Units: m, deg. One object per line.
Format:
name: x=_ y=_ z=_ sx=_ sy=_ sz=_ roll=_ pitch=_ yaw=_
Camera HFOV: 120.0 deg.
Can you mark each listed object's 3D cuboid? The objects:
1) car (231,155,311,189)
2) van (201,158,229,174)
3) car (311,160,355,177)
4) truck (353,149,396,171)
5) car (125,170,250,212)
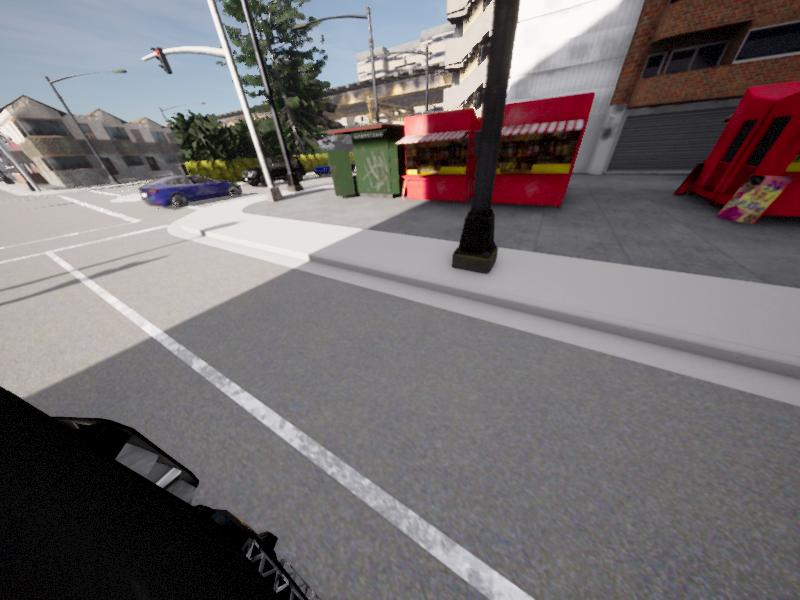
car: x=-11.060 y=-11.426 z=20.438 sx=2.150 sy=2.045 sz=5.566 roll=15 pitch=38 yaw=27
van: x=-37.861 y=-27.670 z=47.527 sx=1.988 sy=2.561 sz=5.915 roll=-11 pitch=34 yaw=-11
car: x=-7.349 y=-14.744 z=25.834 sx=1.895 sy=1.301 sz=4.718 roll=15 pitch=38 yaw=27
truck: x=-3.293 y=-19.065 z=31.308 sx=2.390 sy=2.098 sz=6.274 roll=16 pitch=38 yaw=27
car: x=-12.014 y=-6.525 z=13.551 sx=2.163 sy=1.488 sz=4.792 roll=12 pitch=36 yaw=23
